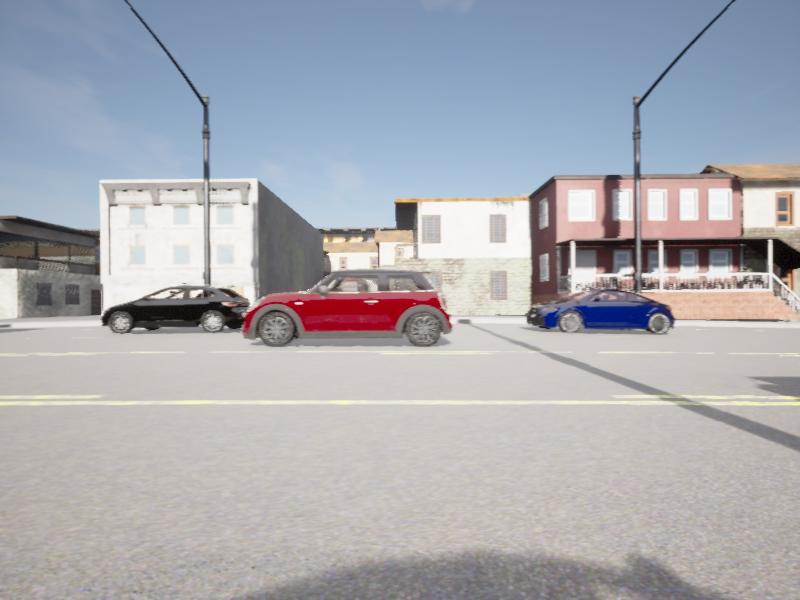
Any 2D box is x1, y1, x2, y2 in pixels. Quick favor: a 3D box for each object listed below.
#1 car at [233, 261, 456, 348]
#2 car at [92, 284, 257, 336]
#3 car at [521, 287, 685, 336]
[{"bbox_3d":[-1.130,0.095,9.200,4.553,1.767,2.097,0,0,0],"label":"car"},{"bbox_3d":[-6.984,0.292,12.699,4.193,1.474,1.816,-1,0,0],"label":"car"},{"bbox_3d":[6.245,0.339,12.701,4.181,1.385,1.994,1,0,0],"label":"car"}]
